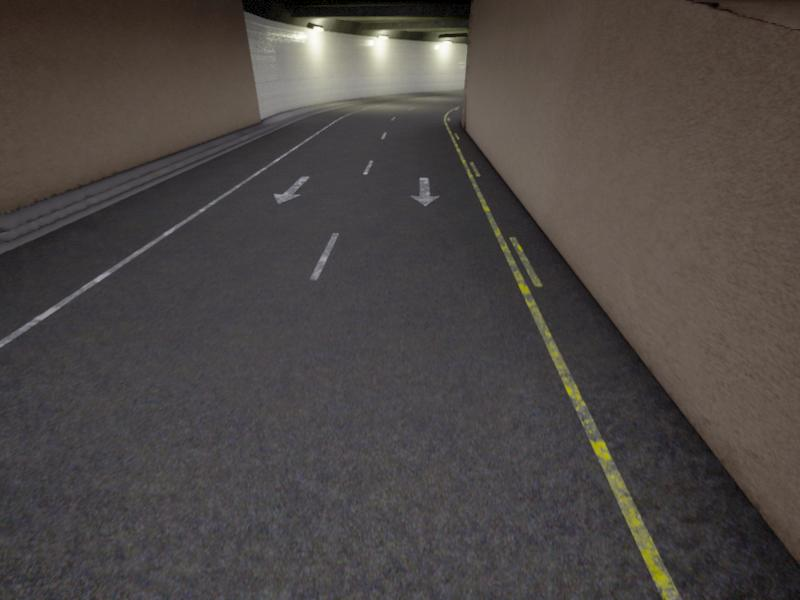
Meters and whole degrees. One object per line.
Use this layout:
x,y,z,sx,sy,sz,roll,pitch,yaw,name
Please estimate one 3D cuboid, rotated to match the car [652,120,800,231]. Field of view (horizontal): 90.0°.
9.423,-3.467,10.359,2.152,1.651,5.027,-3,31,-5,car
